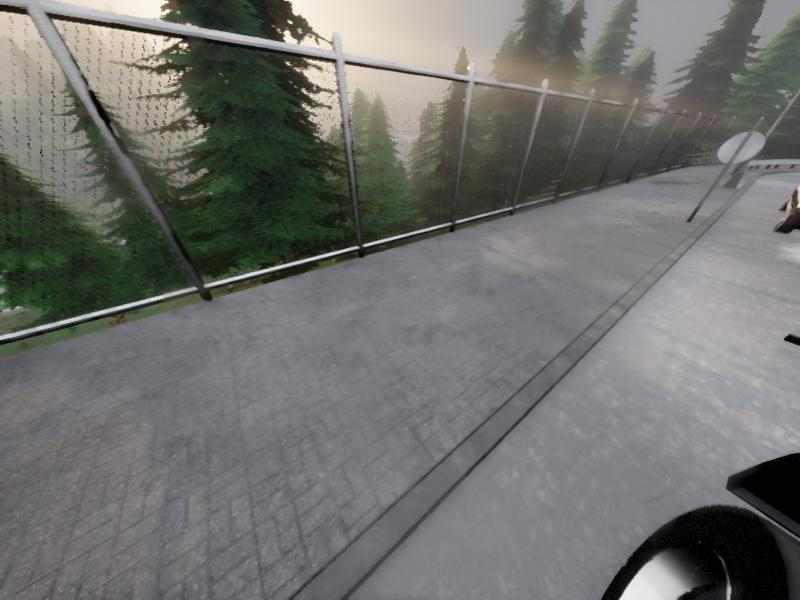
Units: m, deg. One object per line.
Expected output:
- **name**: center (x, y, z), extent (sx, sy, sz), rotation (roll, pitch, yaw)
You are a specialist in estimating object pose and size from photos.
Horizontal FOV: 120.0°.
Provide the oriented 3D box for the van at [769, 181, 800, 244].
- **van**: center (12.784, -3.213, 6.140), extent (5.915, 2.561, 1.988), rotation (-23, 41, -28)
